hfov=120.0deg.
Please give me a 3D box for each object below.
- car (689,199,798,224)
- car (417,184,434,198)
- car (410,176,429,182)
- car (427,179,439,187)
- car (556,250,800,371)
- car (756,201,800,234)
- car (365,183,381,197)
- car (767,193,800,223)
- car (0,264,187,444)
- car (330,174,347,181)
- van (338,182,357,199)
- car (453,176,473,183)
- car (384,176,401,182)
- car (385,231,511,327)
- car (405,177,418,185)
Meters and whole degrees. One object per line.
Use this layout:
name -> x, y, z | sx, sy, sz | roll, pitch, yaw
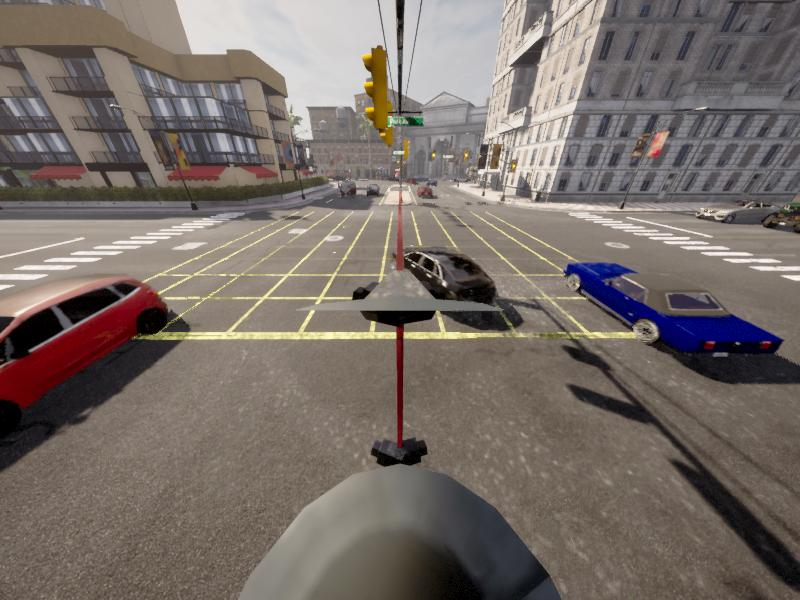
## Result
car -> 28.323, -7.433, 19.258 | 5.027, 1.651, 2.152 | 0, 30, 0
car -> 3.816, -16.940, 35.799 | 2.152, 1.651, 5.027 | 0, 30, 0
car -> 5.882, -36.336, 69.533 | 5.357, 1.411, 2.033 | -4, 30, -8
car -> 7.947, -28.145, 55.364 | 1.994, 1.385, 4.181 | 8, 31, 14
car -> 7.223, -0.142, 6.956 | 1.895, 1.301, 4.718 | 0, 30, 0
car -> 28.845, -5.803, 16.166 | 3.866, 1.878, 1.905 | 0, 30, 0
car -> -4.180, -17.437, 36.565 | 1.930, 1.638, 5.238 | 0, 30, 0
car -> 35.503, -7.623, 19.162 | 5.566, 2.045, 2.150 | 0, 30, 0
car -> -7.781, 0.879, 4.811 | 2.242, 1.667, 4.611 | 0, 30, 0
car -> -19.244, -38.473, 72.766 | 4.605, 1.855, 1.932 | 0, 30, 1
van -> -7.688, -16.402, 34.427 | 1.775, 1.987, 4.442 | 0, 30, 0
car -> 18.074, -34.622, 66.382 | 4.974, 1.542, 2.038 | 0, 30, 1
car -> -2.278, -36.065, 68.969 | 4.892, 1.490, 1.837 | 24, 38, 35
car -> 1.271, -1.173, 8.545 | 1.837, 1.490, 4.892 | -14, 33, -24
car -> 2.892, -30.956, 60.094 | 1.851, 1.617, 3.988 | -10, 32, -17
